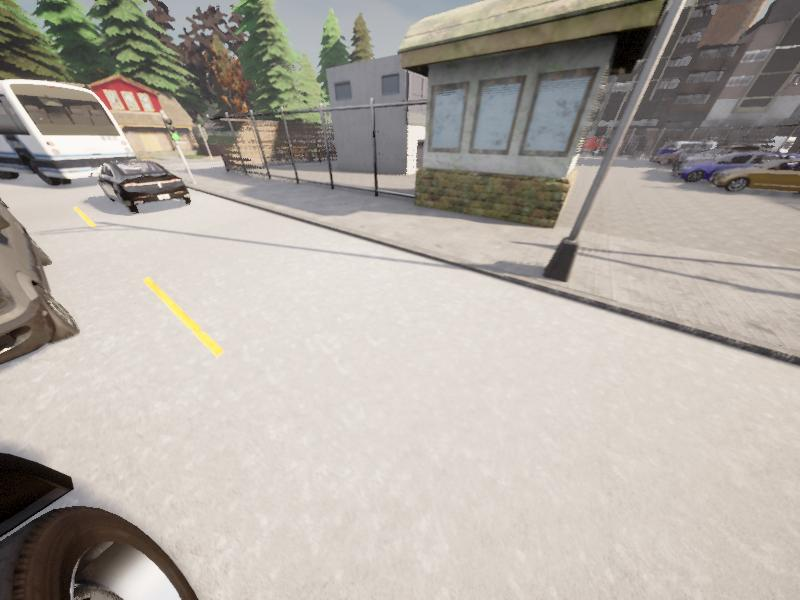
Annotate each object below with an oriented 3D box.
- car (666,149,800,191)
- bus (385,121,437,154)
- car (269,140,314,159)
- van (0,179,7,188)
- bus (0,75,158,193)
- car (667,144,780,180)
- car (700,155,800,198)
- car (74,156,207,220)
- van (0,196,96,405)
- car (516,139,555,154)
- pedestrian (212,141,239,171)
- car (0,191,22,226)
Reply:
[{"bbox_3d":[19.377,-7.709,13.463,4.611,1.667,2.242,23,41,28],"label":"car"},{"bbox_3d":[2.168,-28.800,41.142,3.944,4.253,10.273,23,41,28],"label":"bus"},{"bbox_3d":[-13.581,-19.162,29.380,1.932,1.855,4.605,22,40,27],"label":"car"},{"bbox_3d":[-22.553,-5.850,10.302,4.442,1.987,1.775,-14,37,-19],"label":"van"},{"bbox_3d":[-20.337,-9.056,12.912,10.273,4.253,3.944,13,37,17],"label":"bus"},{"bbox_3d":[22.079,-9.709,16.144,3.866,1.878,1.905,23,41,28],"label":"car"},{"bbox_3d":[18.131,-5.927,11.039,4.193,1.474,1.816,23,41,28],"label":"car"},{"bbox_3d":[-10.109,-4.556,8.985,4.902,1.511,2.128,23,41,28],"label":"car"},{"bbox_3d":[-6.669,-0.814,2.811,5.915,2.561,1.988,22,40,28],"label":"van"},{"bbox_3d":[24.805,-28.162,42.343,5.566,2.045,2.150,23,41,28],"label":"car"},{"bbox_3d":[-12.849,-10.639,17.060,0.751,1.860,0.751,22,41,28],"label":"pedestrian"},{"bbox_3d":[-13.907,-3.233,7.036,3.705,1.549,1.789,21,40,27],"label":"car"}]
